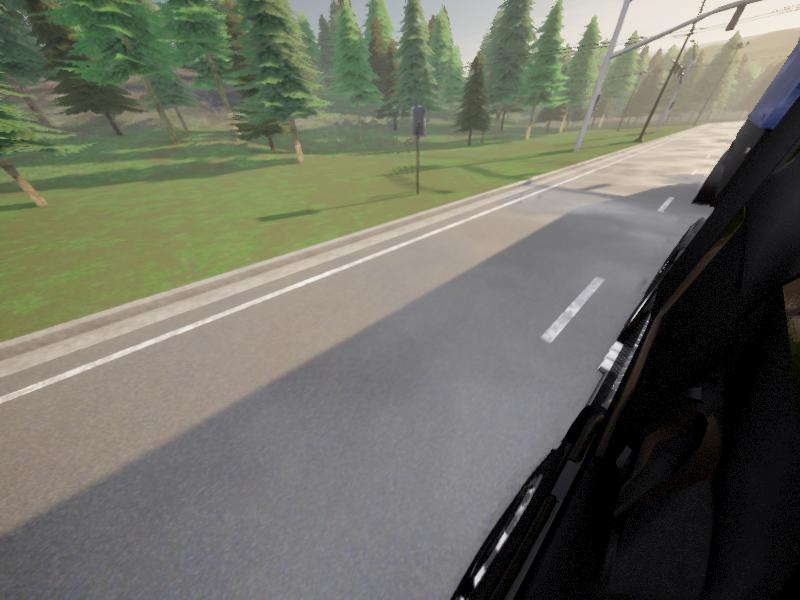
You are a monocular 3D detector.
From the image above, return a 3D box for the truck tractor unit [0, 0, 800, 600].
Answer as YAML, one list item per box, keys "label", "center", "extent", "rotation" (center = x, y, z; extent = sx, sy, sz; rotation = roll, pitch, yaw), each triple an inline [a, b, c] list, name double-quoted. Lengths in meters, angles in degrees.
- label: "truck tractor unit"
  center: [2.645, -0.295, 0.352]
  extent: [6.516, 4.208, 3.053]
  rotation: [-28, 44, -30]

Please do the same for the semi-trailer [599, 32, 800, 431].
- label: "semi-trailer"
  center: [8.643, -3.640, 4.286]
  extent: [14.254, 4.402, 2.717]
  rotation: [-29, 44, -30]

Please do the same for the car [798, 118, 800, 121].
- label: "car"
  center: [84.868, -37.998, 47.682]
  extent: [5.366, 1.575, 1.801]
  rotation: [-22, 41, -23]
